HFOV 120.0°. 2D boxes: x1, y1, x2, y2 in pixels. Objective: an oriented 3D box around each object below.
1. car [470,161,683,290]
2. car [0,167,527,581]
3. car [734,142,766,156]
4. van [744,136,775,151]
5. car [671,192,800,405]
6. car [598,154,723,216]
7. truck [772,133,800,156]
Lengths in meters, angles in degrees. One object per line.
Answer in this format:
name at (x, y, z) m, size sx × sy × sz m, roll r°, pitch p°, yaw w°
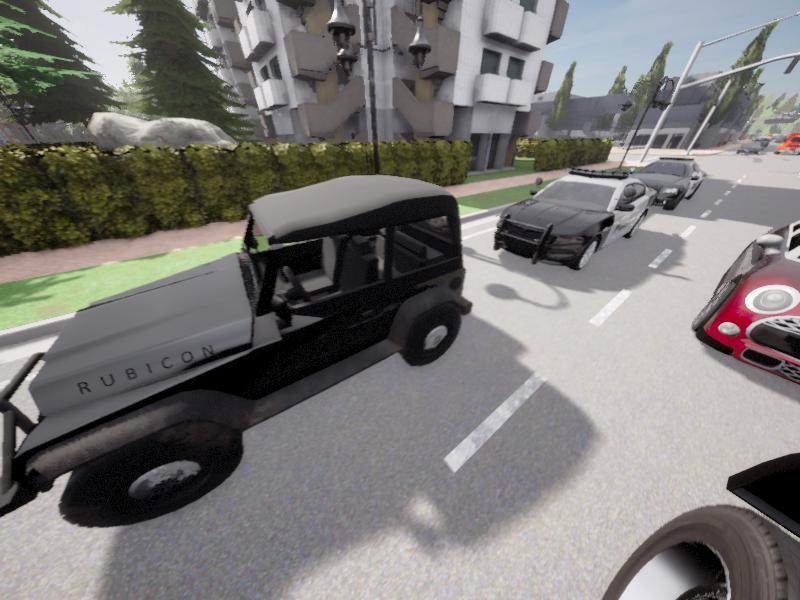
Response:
car at (4.320, -2.204, 5.571) m, size 5.238 × 1.638 × 1.930 m, roll -23°, pitch 41°, yaw -29°
car at (-0.974, -0.105, 2.420) m, size 3.866 × 1.878 × 1.905 m, roll -21°, pitch 40°, yaw -27°
car at (49.068, -21.232, 32.353) m, size 4.674 × 1.442 × 1.812 m, roll -23°, pitch 41°, yaw -29°
van at (64.107, -27.895, 41.166) m, size 4.480 × 2.038 × 2.069 m, roll -23°, pitch 41°, yaw -29°
car at (5.614, -0.153, 2.794) m, size 3.806 × 1.475 × 1.970 m, roll -22°, pitch 41°, yaw -28°
car at (10.549, -4.819, 9.323) m, size 4.974 × 1.542 × 2.038 m, roll -23°, pitch 41°, yaw -29°
truck at (54.369, -21.413, 31.677) m, size 5.204 × 2.467 × 2.627 m, roll -23°, pitch 41°, yaw -29°
